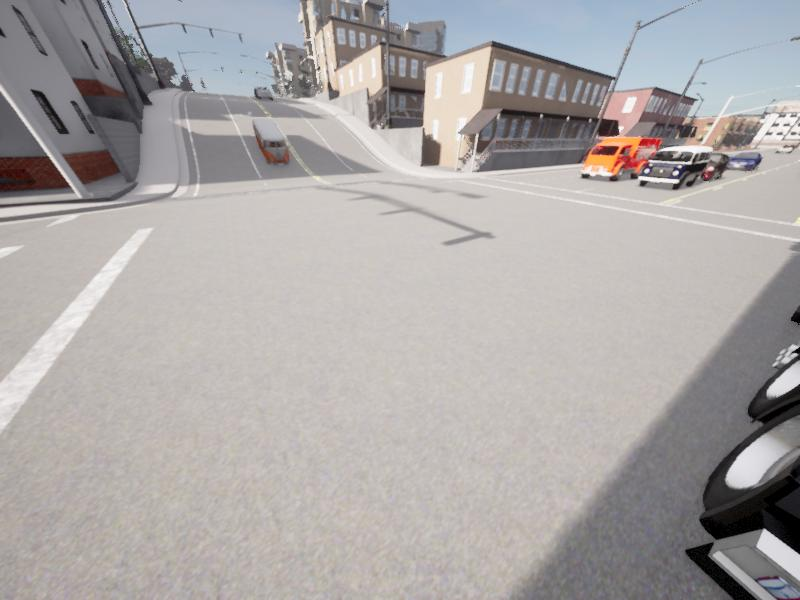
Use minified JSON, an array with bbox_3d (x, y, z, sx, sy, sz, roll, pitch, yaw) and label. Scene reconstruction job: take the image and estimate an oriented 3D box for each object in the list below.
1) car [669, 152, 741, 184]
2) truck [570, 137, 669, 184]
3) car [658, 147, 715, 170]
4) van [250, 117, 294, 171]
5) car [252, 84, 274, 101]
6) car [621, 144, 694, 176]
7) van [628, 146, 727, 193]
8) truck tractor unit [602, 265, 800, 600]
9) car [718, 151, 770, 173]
[{"bbox_3d":[21.371,-9.359,16.220,3.988,1.617,1.851,-19,39,-25],"label":"car"},{"bbox_3d":[15.271,-9.886,16.170,5.204,2.467,2.627,-18,39,-24],"label":"truck"},{"bbox_3d":[28.690,-14.266,23.168,4.553,1.767,2.097,-19,39,-25],"label":"car"},{"bbox_3d":[-10.107,-12.360,18.263,1.775,1.987,4.442,-20,60,-26],"label":"van"},{"bbox_3d":[-19.758,-29.885,33.256,1.970,1.475,3.806,-19,48,-25],"label":"car"},{"bbox_3d":[21.950,-12.057,19.717,5.566,2.045,2.150,-19,39,-25],"label":"car"},{"bbox_3d":[16.112,-7.743,13.474,4.480,2.038,2.069,-19,39,-25],"label":"van"},{"bbox_3d":[5.110,-0.302,0.777,6.516,4.208,3.053,-18,39,-24],"label":"truck tractor unit"},{"bbox_3d":[32.424,-13.057,21.772,4.674,1.442,1.812,-20,40,-26],"label":"car"}]
